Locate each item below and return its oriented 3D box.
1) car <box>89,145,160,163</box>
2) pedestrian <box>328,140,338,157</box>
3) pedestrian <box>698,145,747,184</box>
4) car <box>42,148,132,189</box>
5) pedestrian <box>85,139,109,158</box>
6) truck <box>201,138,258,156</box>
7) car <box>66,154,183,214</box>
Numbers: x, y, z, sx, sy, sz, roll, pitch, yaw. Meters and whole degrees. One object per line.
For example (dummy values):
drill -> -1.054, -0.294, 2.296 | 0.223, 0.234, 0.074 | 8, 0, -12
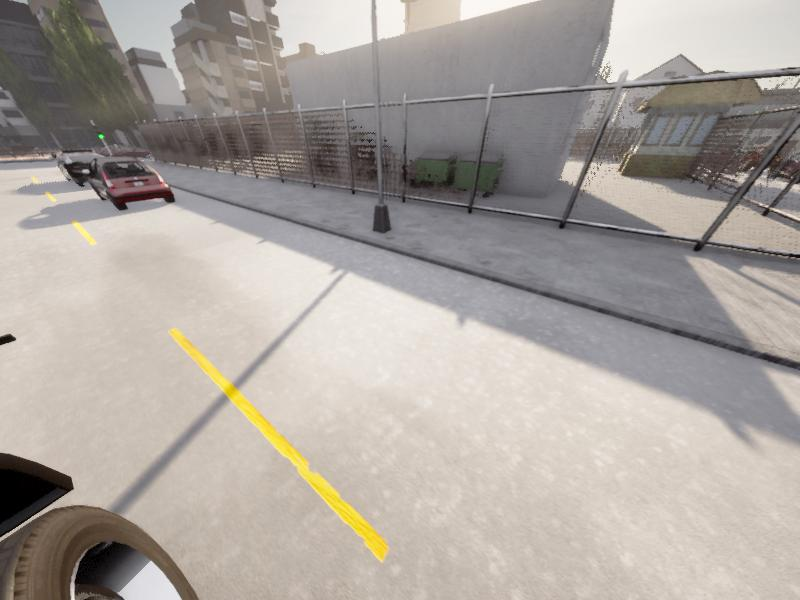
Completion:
car -> -30.128, -16.172, 25.442 | 1.812, 1.442, 4.674 | 22, 41, 28
pedestrian -> -8.878, -20.209, 30.743 | 0.751, 1.860, 0.751 | 13, 37, 18
pedestrian -> 18.586, -7.867, 13.389 | 0.751, 1.860, 0.751 | 24, 42, 30
car -> -18.110, -7.734, 13.363 | 5.238, 1.638, 1.930 | 22, 41, 27
pedestrian -> -36.146, -18.127, 27.593 | 0.751, 1.860, 0.751 | 0, 35, 0
truck -> -26.111, -23.780, 35.710 | 2.390, 2.098, 6.274 | 22, 40, 28
car -> -11.066, -4.825, 9.307 | 3.988, 1.617, 1.851 | 22, 41, 28
